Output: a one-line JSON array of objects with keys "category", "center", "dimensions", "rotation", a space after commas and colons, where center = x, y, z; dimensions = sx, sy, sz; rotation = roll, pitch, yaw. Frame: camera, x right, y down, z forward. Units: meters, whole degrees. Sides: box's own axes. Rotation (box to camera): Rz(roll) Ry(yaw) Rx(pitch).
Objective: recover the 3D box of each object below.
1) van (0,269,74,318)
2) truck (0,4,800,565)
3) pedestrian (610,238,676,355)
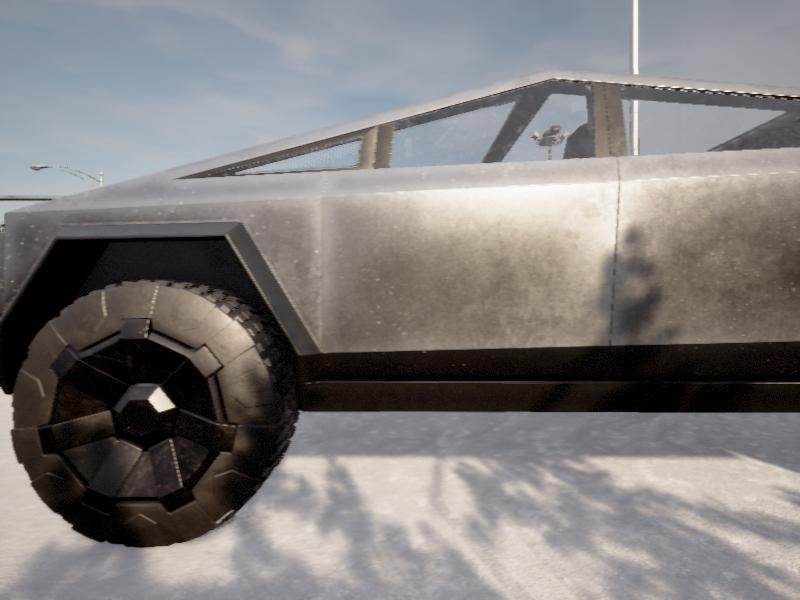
[{"category": "van", "center": [-21.902, -0.326, 22.677], "dimensions": [1.988, 2.561, 5.915], "rotation": [0, 0, 1]}, {"category": "truck", "center": [1.173, -0.057, 2.692], "dimensions": [6.274, 2.098, 2.390], "rotation": [0, 0, 0]}, {"category": "pedestrian", "center": [4.090, -0.060, 6.788], "dimensions": [0.751, 1.860, 0.751], "rotation": [0, 0, 12]}]
